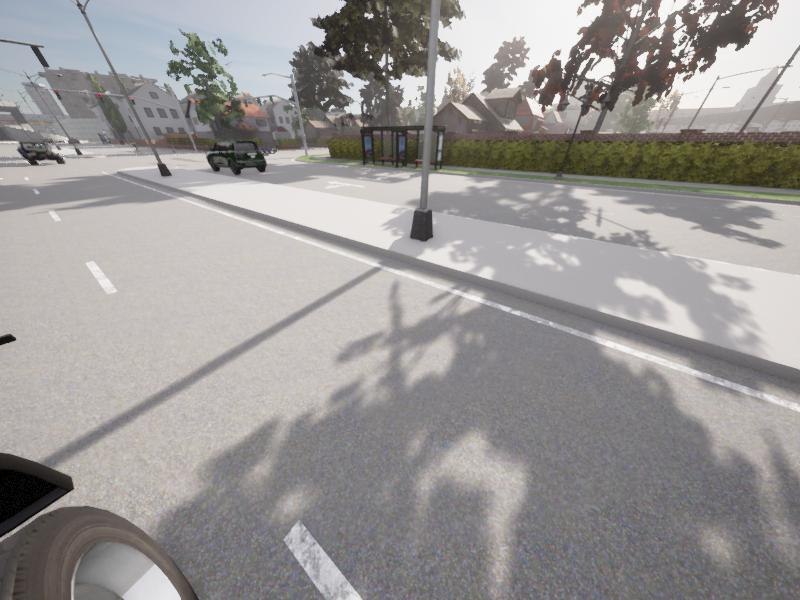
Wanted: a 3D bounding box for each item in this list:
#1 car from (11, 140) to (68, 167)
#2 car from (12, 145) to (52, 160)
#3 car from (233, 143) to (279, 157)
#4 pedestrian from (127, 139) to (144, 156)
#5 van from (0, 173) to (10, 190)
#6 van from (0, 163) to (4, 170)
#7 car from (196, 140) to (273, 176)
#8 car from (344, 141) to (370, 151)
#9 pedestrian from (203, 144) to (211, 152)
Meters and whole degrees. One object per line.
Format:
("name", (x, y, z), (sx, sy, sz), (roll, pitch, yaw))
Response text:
("car", (-32.667, -13.323, 20.962), (3.866, 1.878, 1.905), (22, 41, 28))
("car", (-43.251, -17.370, 27.152), (4.718, 1.301, 1.895), (22, 41, 28))
("car", (-20.156, -21.177, 32.556), (2.163, 1.488, 4.792), (25, 42, 30))
("pedestrian", (-35.583, -20.488, 31.099), (0.751, 1.860, 0.751), (25, 42, 31))
("van", (-22.371, -6.740, 11.557), (4.480, 2.038, 2.069), (22, 40, 28))
("van", (-33.595, -11.300, 17.960), (4.480, 2.038, 2.069), (22, 40, 28))
("car", (-12.444, -10.811, 17.400), (5.566, 2.045, 2.150), (22, 41, 28))
("car", (-8.439, -30.704, 46.023), (1.930, 1.638, 5.238), (22, 40, 28))
("pedestrian", (-32.365, -25.541, 38.707), (0.500, 1.100, 0.500), (18, 39, 23))
